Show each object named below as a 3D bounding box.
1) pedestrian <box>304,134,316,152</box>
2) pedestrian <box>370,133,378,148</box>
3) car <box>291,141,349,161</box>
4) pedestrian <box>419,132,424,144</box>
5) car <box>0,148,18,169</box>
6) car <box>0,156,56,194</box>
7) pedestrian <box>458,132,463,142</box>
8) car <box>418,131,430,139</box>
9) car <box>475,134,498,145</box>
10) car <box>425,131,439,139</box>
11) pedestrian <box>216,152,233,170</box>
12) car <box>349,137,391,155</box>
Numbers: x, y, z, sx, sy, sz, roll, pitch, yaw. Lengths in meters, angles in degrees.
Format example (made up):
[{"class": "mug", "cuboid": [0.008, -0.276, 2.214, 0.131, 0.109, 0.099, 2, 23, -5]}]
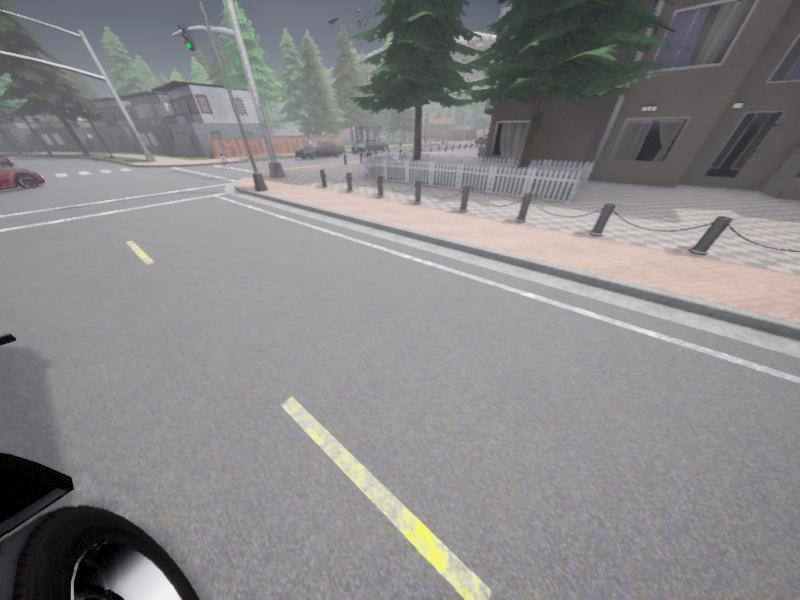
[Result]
[{"class": "pedestrian", "cuboid": [-11.164, -19.437, 28.641, 0.751, 1.860, 0.751, 26, 44, 31]}, {"class": "pedestrian", "cuboid": [-4.047, -24.682, 35.696, 0.751, 1.860, 0.751, -28, 44, -32]}, {"class": "car", "cuboid": [-8.113, -15.509, 23.918, 2.033, 1.411, 5.357, 25, 43, 31]}, {"class": "pedestrian", "cuboid": [4.157, -31.263, 44.560, 0.751, 1.860, 0.751, 23, 42, 28]}, {"class": "car", "cuboid": [-35.211, -11.998, 19.545, 4.181, 1.385, 1.994, 17, 40, 22]}, {"class": "car", "cuboid": [-19.899, -5.555, 10.518, 1.994, 1.385, 4.181, 5, 37, 7]}, {"class": "pedestrian", "cuboid": [14.224, -38.278, 54.223, 0.751, 1.860, 0.751, 27, 45, 33]}, {"class": "car", "cuboid": [7.297, -49.936, 70.066, 1.905, 1.878, 3.866, 24, 43, 30]}, {"class": "car", "cuboid": [16.411, -30.412, 43.775, 2.038, 1.542, 4.974, 27, 44, 32]}, {"class": "car", "cuboid": [9.529, -49.234, 69.068, 1.932, 1.855, 4.605, 24, 43, 30]}, {"class": "pedestrian", "cuboid": [-12.842, -10.173, 16.908, 0.500, 1.100, 0.500, 18, 40, 24]}, {"class": "car", "cuboid": [-3.563, -18.983, 28.399, 2.152, 1.651, 5.027, 25, 43, 31]}]
